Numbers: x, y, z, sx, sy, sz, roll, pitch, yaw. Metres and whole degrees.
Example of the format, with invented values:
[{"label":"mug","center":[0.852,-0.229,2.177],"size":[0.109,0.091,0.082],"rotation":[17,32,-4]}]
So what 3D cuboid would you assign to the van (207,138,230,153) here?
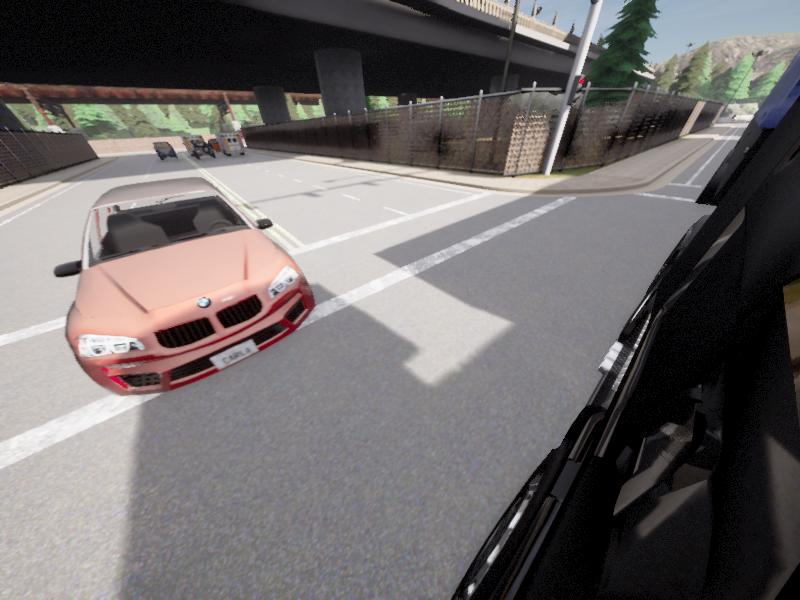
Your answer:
[{"label":"van","center":[-30.032,-25.625,38.224],"size":[1.775,1.987,4.442],"rotation":[-28,44,-30]}]

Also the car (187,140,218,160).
[{"label":"car","center":[-24.423,-18.524,28.464],"size":[1.932,1.855,4.605],"rotation":[-28,44,-30]}]

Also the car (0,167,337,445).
[{"label":"car","center":[-3.252,-0.815,3.595],"size":[2.242,1.667,4.611],"rotation":[-28,43,-30]}]

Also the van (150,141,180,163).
[{"label":"van","center":[-28.417,-18.029,27.970],"size":[1.775,1.987,4.442],"rotation":[-28,44,-30]}]

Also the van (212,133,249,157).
[{"label":"van","center":[-23.111,-21.098,31.360],"size":[2.351,2.431,6.366],"rotation":[-28,44,-30]}]

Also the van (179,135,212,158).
[{"label":"van","center":[-29.635,-22.277,33.356],"size":[2.351,2.431,6.366],"rotation":[-28,44,-30]}]

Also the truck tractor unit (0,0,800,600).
[{"label":"truck tractor unit","center":[2.645,-0.295,0.351],"size":[6.516,4.208,3.053],"rotation":[-28,44,-30]}]

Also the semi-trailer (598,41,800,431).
[{"label":"semi-trailer","center":[8.682,-3.627,4.227],"size":[14.254,4.402,2.717],"rotation":[-28,44,-30]}]
